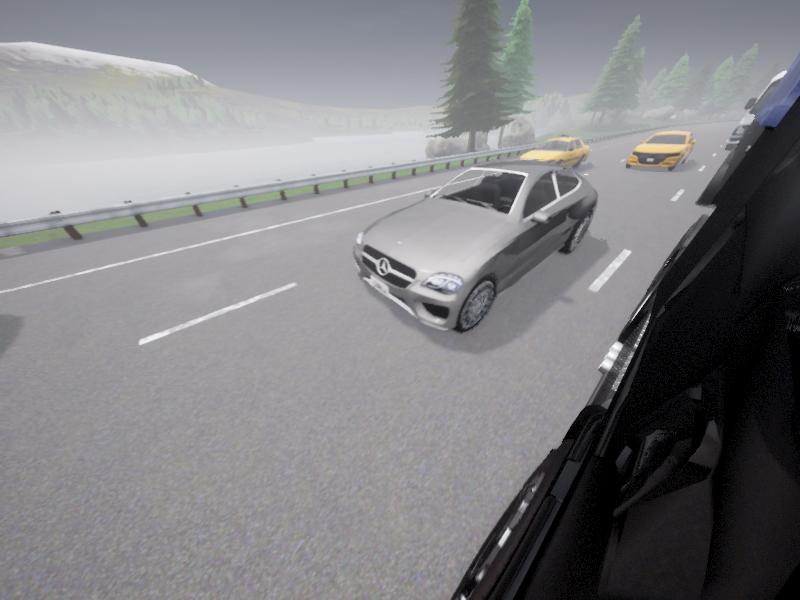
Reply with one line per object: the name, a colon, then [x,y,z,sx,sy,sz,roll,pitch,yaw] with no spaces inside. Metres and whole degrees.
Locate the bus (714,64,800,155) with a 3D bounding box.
bus: [27.103,-13.264,16.211,10.273,4.253,3.944,-29,44,-30]

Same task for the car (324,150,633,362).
car: [1.641,-1.438,4.103,5.027,1.651,2.152,-28,44,-30]

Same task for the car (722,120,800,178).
car: [16.951,-6.924,10.398,4.553,1.767,2.097,-28,44,-30]

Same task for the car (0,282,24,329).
car: [-7.583,0.768,1.763,4.514,1.525,2.007,-28,44,-30]

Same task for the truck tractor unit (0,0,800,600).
truck tractor unit: [2.645,-0.295,0.351,6.516,4.208,3.053,-28,44,-30]

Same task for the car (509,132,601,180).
car: [8.093,-7.613,11.986,5.366,1.575,1.801,-28,44,-30]

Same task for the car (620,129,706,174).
car: [13.788,-7.882,12.063,5.008,1.535,1.882,-28,44,-30]

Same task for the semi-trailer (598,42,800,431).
semi-trailer: [8.701,-3.592,4.241,14.254,4.402,2.717,-28,44,-30]

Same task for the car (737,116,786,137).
car: [39.528,-18.997,25.295,4.611,1.667,2.242,-27,44,-29]
